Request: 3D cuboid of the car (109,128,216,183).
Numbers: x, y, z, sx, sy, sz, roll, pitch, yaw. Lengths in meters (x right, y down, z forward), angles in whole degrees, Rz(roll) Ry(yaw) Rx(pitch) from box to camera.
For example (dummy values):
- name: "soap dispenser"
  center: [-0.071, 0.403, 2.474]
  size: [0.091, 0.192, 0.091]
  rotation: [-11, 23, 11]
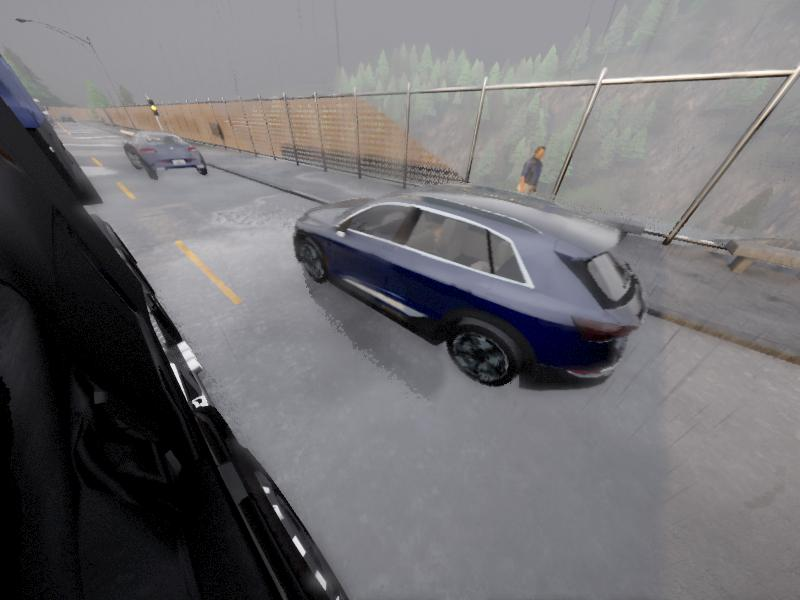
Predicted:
- name: "car"
  center: [-11.107, -6.879, 10.786]
  size: [5.027, 1.651, 2.152]
  rotation: [28, 44, 30]

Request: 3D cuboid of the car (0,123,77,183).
- name: "car"
  center: [-16.093, -6.409, 9.854]
  size: [5.238, 1.638, 1.930]
  rotation: [28, 44, 30]

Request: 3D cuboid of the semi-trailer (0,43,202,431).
- name: "semi-trailer"
  center: [-8.697, -3.607, 4.227]
  size: [14.254, 4.402, 2.717]
  rotation: [28, 44, 30]

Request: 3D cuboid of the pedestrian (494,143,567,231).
- name: "pedestrian"
  center: [3.206, -2.842, 5.872]
  size: [0.751, 1.860, 0.751]
  rotation: [-11, 39, -17]

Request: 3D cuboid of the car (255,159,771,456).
- name: "car"
  center: [0.350, -0.765, 3.326]
  size: [4.856, 1.649, 2.033]
  rotation: [28, 44, 30]

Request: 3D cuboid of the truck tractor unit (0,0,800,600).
- name: "truck tractor unit"
  center: [-2.645, -0.295, 0.351]
  size: [6.516, 4.208, 3.053]
  rotation: [28, 44, 30]
